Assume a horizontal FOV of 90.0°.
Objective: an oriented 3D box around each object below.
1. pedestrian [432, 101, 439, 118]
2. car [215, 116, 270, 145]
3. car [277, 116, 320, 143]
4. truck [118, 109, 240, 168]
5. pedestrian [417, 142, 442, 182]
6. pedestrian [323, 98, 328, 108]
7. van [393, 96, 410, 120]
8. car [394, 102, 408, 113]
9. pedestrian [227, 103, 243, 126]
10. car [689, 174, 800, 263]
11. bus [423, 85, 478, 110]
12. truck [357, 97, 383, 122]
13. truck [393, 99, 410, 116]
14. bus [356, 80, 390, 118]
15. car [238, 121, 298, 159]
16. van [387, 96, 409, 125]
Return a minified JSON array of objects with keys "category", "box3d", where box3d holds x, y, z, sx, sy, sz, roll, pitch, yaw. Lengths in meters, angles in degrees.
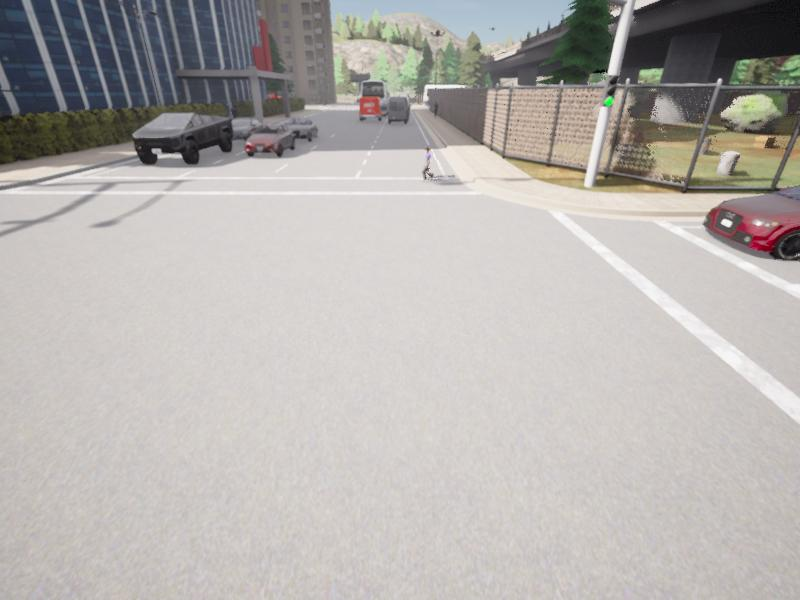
[{"category":"pedestrian","box3d":[4.395,-23.457,49.212,0.751,1.860,0.751,1,27,2]},{"category":"car","box3d":[-10.406,-11.461,26.882,1.812,1.442,4.674,0,27,0]},{"category":"car","box3d":[-6.913,-11.846,27.725,1.994,1.385,4.181,0,27,-1]},{"category":"truck","box3d":[-10.428,-8.126,19.756,2.390,2.098,6.274,0,27,0]},{"category":"pedestrian","box3d":[1.092,-5.144,14.902,0.751,1.300,0.751,-4,28,-7]},{"category":"pedestrian","box3d":[-15.883,-42.043,85.284,0.751,1.860,0.751,3,28,6]},{"category":"van","box3d":[0.170,-24.183,50.231,1.988,2.561,5.915,0,28,0]},{"category":"car","box3d":[0.210,-31.196,64.835,2.128,1.511,4.902,0,27,0]},{"category":"pedestrian","box3d":[-15.247,-17.176,37.011,0.751,1.860,0.751,7,28,13]},{"category":"car","box3d":[9.179,-1.775,8.565,4.181,1.385,1.994,2,28,5]},{"category":"bus","box3d":[9.830,-40.484,79.900,10.273,4.253,3.944,0,27,0]},{"category":"truck","box3d":[-3.345,-22.071,46.215,2.627,2.467,5.204,0,27,0]},{"category":"truck","box3d":[0.189,-27.871,57.801,2.390,2.098,6.274,0,27,0]},{"category":"bus","box3d":[-3.439,-27.283,54.315,3.944,4.253,10.273,0,27,0]},{"category":"car","box3d":[-6.922,-8.665,21.490,1.816,1.474,4.193,0,27,0]},{"category":"van","box3d":[-0.122,-20.322,42.802,1.988,2.561,5.915,2,27,3]}]
